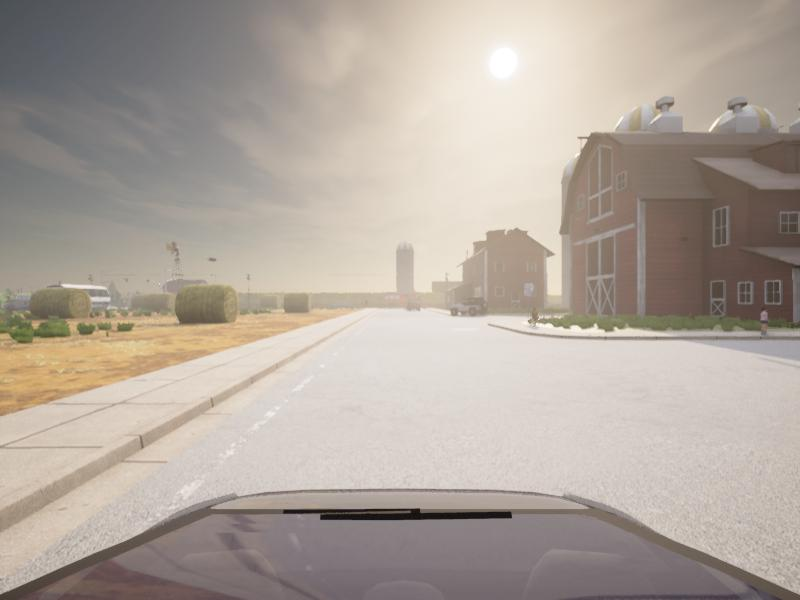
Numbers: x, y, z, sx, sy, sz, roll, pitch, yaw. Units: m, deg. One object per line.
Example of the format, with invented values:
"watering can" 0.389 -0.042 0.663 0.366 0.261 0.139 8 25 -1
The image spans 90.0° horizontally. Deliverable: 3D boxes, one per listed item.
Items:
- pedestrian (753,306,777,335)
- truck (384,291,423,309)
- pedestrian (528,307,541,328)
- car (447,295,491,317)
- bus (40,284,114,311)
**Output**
"pedestrian" 14.226 0.797 15.616 0.500 1.100 0.500 0 0 12
"truck" 0.671 -0.041 88.056 8.468 3.827 2.891 0 0 0
"pedestrian" 7.179 0.930 21.367 0.500 1.100 0.500 0 0 -4
"car" 6.943 0.608 40.360 1.905 1.878 3.866 -8 3 -43
"bus" -54.602 -0.376 68.227 3.944 4.253 10.273 0 0 3
